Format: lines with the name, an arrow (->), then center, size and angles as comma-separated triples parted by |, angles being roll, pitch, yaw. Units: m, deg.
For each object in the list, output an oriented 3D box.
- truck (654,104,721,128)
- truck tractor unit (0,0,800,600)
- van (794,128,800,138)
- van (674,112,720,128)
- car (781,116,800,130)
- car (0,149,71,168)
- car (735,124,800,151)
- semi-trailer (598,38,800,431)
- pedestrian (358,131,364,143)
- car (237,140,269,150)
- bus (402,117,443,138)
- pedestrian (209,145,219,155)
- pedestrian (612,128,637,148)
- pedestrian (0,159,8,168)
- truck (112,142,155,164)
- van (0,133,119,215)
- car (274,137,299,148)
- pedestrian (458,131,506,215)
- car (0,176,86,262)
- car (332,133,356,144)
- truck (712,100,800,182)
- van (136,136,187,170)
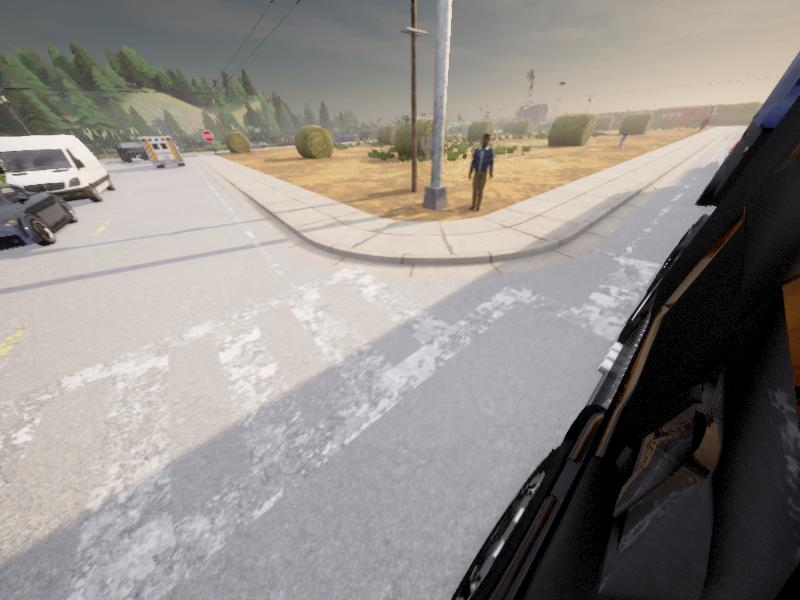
truck -> 64.935, -41.552, 52.475 | 2.891, 3.827, 8.468 | -27, 43, -29
truck tractor unit -> 2.645, -0.295, 0.351 | 6.516, 4.208, 3.053 | -28, 44, -30
van -> 42.204, -17.634, 23.151 | 4.442, 1.987, 1.775 | -28, 43, -30
van -> 68.657, -41.751, 53.593 | 1.988, 2.561, 5.915 | -27, 43, -29
car -> 57.553, -25.565, 33.313 | 4.792, 1.488, 2.163 | -28, 43, -30
car -> -47.782, -18.495, 30.135 | 5.238, 1.638, 1.930 | -25, 42, -27
car -> 26.835, -11.957, 16.967 | 4.181, 1.385, 1.994 | -28, 43, -30
semi-trailer -> 8.696, -3.592, 4.251 | 14.254, 4.402, 2.717 | -28, 43, -30
pedestrian -> -7.925, -33.083, 46.852 | 0.751, 1.860, 0.751 | -29, 44, -31
car -> -28.402, -29.976, 44.699 | 4.718, 1.301, 1.895 | -25, 42, -27
bus -> 5.853, -44.645, 59.856 | 10.273, 4.253, 3.944 | -24, 42, -28
pedestrian -> -26.488, -21.411, 32.964 | 0.500, 1.100, 0.500 | 10, 38, 16
pedestrian -> 18.948, -13.670, 19.522 | 0.751, 1.300, 0.751 | -9, 37, -9
pedestrian -> -46.853, -16.283, 26.617 | 0.751, 1.860, 0.751 | 17, 41, 24
truck -> -33.861, -18.745, 29.287 | 6.274, 2.098, 2.390 | 26, 45, 33
van -> -15.858, -6.078, 10.743 | 1.988, 2.561, 5.915 | -27, 43, -29
car -> -23.294, -32.421, 47.527 | 4.193, 1.474, 1.816 | -25, 42, -27
pedestrian -> 2.174, -3.412, 6.272 | 0.751, 1.860, 0.751 | 18, 41, 26
car -> -11.129, -2.282, 6.318 | 1.994, 1.385, 4.181 | -27, 43, -29
car -> -12.896, -37.325, 53.358 | 4.856, 1.649, 2.033 | -26, 43, -27
truck -> 16.496, -6.920, 9.899 | 5.204, 2.467, 2.627 | -28, 43, -30
van -> -23.364, -14.666, 22.869 | 2.351, 2.431, 6.366 | -27, 43, -29
